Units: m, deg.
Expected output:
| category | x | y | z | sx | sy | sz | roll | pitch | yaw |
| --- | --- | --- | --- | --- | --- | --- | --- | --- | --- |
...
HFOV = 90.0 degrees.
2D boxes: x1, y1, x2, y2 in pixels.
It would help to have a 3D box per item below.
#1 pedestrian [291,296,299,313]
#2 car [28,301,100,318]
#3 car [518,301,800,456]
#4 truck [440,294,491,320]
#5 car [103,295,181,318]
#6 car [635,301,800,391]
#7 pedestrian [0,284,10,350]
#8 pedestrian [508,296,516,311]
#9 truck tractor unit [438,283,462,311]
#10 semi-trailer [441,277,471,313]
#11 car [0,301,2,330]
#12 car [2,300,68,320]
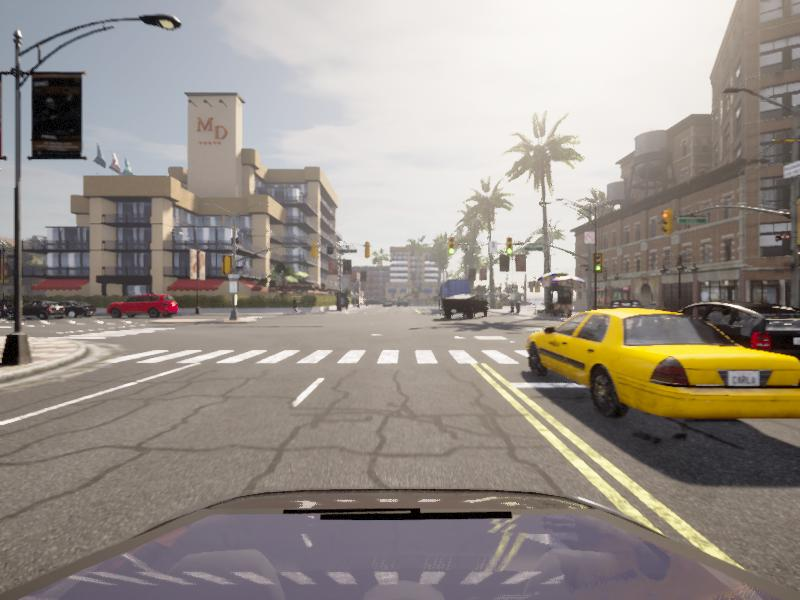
| category | x | y | z | sx | sy | sz | roll | pitch | yaw |
| --- | --- | --- | --- | --- | --- | --- | --- | --- | --- |
| pedestrian | -11.735 | 0.480 | 44.727 | 0.751 | 1.860 | 0.751 | 0 | 0 | -23 |
| car | -29.974 | 0.843 | 35.741 | 4.892 | 1.490 | 1.837 | 0 | 0 | 0 |
| car | 3.647 | 0.800 | 6.763 | 1.801 | 1.575 | 5.366 | 0 | 0 | 1 |
| truck | 5.875 | 0.536 | 35.103 | 2.390 | 2.098 | 6.274 | 0 | 0 | 29 |
| car | -22.932 | 0.566 | 35.728 | 5.566 | 2.045 | 2.150 | 0 | 0 | 0 |
| car | 7.180 | 0.814 | 8.891 | 1.789 | 1.549 | 3.705 | 0 | 0 | 1 |
| pedestrian | -11.673 | 0.485 | 11.209 | 0.751 | 1.860 | 0.751 | 0 | 0 | 10 |
| pedestrian | 14.026 | 0.475 | 50.152 | 0.751 | 1.860 | 0.751 | 0 | 0 | 31 |
| truck tractor unit | 7.845 | -0.530 | 63.738 | 3.053 | 4.208 | 6.516 | 0 | 0 | 1 |
| semi-trailer | 7.553 | -0.628 | 55.831 | 2.717 | 4.402 | 14.254 | 0 | 0 | 3 |
| car | -24.036 | 0.823 | 20.716 | 5.008 | 1.535 | 1.882 | 1 | 0 | 0 |
| car | -29.357 | 0.814 | 32.239 | 3.705 | 1.549 | 1.789 | 0 | 0 | 0 |
